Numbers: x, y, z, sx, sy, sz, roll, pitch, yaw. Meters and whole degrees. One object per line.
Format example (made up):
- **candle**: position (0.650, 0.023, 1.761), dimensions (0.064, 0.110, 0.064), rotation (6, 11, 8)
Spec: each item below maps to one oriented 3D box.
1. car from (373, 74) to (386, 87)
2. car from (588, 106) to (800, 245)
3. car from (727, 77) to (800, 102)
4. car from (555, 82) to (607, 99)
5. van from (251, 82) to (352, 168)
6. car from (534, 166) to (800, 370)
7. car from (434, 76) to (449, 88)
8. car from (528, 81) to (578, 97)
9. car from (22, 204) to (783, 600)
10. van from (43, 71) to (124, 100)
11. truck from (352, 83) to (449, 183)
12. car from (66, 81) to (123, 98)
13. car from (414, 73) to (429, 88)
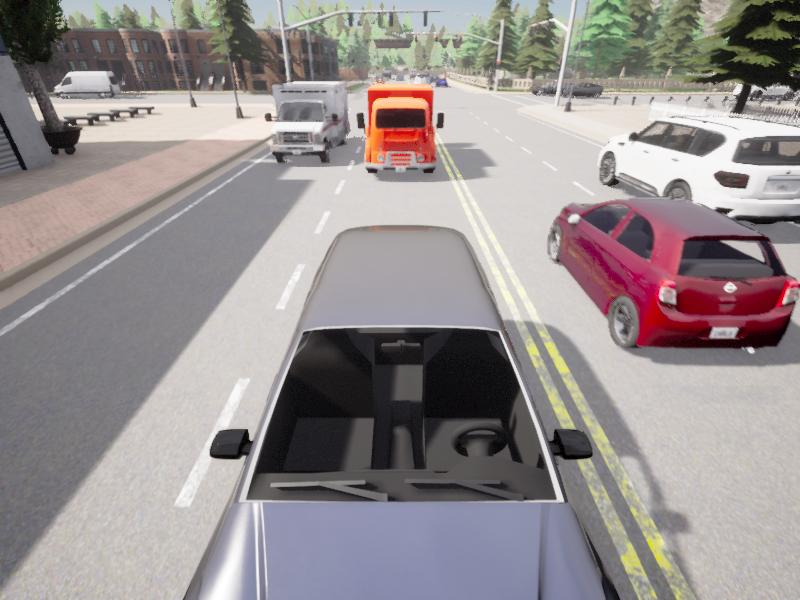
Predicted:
- **car**: position (-3.458, -37.543, 68.434), dimensions (2.097, 1.767, 4.553), rotation (0, 30, 0)
- **car**: position (7.014, -3.349, 9.701), dimensions (2.150, 2.045, 5.566), rotation (0, 30, 0)
- **car**: position (36.603, -21.047, 39.977), dimensions (5.566, 2.045, 2.150), rotation (0, 30, 0)
- **car**: position (19.456, -22.608, 43.158), dimensions (4.514, 1.525, 2.007), rotation (0, 30, 0)
- **van**: position (-3.486, -7.200, 15.908), dimensions (2.351, 2.431, 6.366), rotation (0, 30, 0)
- **car**: position (3.513, -0.760, 5.788), dimensions (1.845, 1.501, 3.633), rotation (0, 31, 0)
- **car**: position (7.041, -36.951, 67.754), dimensions (2.007, 1.525, 4.514), rotation (0, 30, 0)
- **car**: position (17.621, -24.353, 46.186), dimensions (4.792, 1.488, 2.163), rotation (0, 30, 0)
- **car**: position (0.007, 0.760, 3.054), dimensions (2.242, 1.667, 4.611), rotation (0, 30, 0)
- **van**: position (-33.213, -22.656, 42.222), dimensions (5.915, 2.561, 1.988), rotation (-5, 30, -9)
- **truck**: position (0.014, -5.883, 13.616), dimensions (2.627, 2.467, 5.204), rotation (0, 30, 0)
- **car**: position (-34.562, -23.930, 45.453), dimensions (4.514, 1.525, 2.007), rotation (-6, 31, -11)
- **car**: position (3.541, -36.709, 66.761), dimensions (2.150, 2.045, 5.566), rotation (0, 30, 0)
